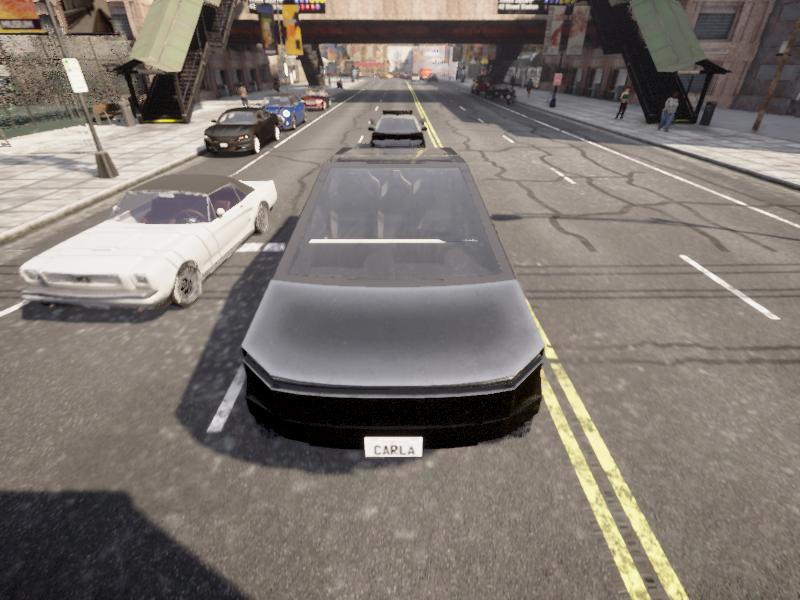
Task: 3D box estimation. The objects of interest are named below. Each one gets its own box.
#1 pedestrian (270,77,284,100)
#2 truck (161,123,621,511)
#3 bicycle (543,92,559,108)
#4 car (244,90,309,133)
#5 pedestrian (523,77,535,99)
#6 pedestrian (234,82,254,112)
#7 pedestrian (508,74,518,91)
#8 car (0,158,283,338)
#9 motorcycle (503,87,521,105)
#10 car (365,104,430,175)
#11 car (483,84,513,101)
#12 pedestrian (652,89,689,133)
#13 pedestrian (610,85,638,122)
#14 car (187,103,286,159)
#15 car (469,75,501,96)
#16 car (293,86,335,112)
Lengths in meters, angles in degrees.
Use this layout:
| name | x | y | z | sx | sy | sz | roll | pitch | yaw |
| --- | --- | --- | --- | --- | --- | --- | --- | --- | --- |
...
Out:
| name | x | y | z | sx | sy | sz | roll | pitch | yaw |
| --- | --- | --- | --- | --- | --- | --- | --- | --- | --- |
| pedestrian | -11.722 | -20.146 | 38.134 | 0.751 | 1.860 | 0.751 | 1 | 30 | 2 |
| truck | -0.054 | -0.830 | 5.320 | 2.390 | 2.098 | 6.274 | 0 | 30 | 0 |
| bicycle | 11.883 | -15.771 | 31.544 | 0.373 | 1.024 | 1.643 | 8 | 30 | -6 |
| car | -6.653 | -10.544 | 22.184 | 2.185 | 1.767 | 4.553 | 0 | 30 | 0 |
| pedestrian | 12.780 | -21.030 | 39.663 | 0.751 | 1.860 | 0.751 | 0 | 30 | 0 |
| pedestrian | -10.863 | -14.125 | 27.868 | 0.751 | 1.860 | 0.751 | 0 | 30 | 0 |
| pedestrian | 14.429 | -27.782 | 51.178 | 0.751 | 1.860 | 0.751 | -4 | 31 | -7 |
| car | -3.796 | -1.298 | 6.906 | 1.895 | 1.301 | 4.718 | 2 | 30 | 3 |
| motorcycle | 10.005 | -18.175 | 35.669 | 0.764 | 1.277 | 2.356 | 16 | 34 | 25 |
| car | -0.087 | -6.048 | 14.669 | 1.930 | 1.638 | 5.238 | 0 | 30 | 0 |
| car | 10.045 | -21.487 | 41.335 | 1.895 | 1.301 | 4.718 | 0 | 30 | 0 |
| pedestrian | 13.032 | -9.100 | 19.319 | 0.751 | 1.860 | 0.751 | 1 | 30 | 1 |
| pedestrian | 13.057 | -11.470 | 23.360 | 0.751 | 1.860 | 0.751 | 0 | 30 | 0 |
| car | -6.494 | -7.185 | 16.706 | 2.097 | 1.535 | 5.008 | 0 | 30 | 0 |
| car | 9.976 | -25.544 | 47.530 | 2.435 | 2.045 | 5.566 | 0 | 30 | 0 |
| car | -6.652 | -15.885 | 31.544 | 2.231 | 1.521 | 4.892 | 0 | 30 | 0 |
